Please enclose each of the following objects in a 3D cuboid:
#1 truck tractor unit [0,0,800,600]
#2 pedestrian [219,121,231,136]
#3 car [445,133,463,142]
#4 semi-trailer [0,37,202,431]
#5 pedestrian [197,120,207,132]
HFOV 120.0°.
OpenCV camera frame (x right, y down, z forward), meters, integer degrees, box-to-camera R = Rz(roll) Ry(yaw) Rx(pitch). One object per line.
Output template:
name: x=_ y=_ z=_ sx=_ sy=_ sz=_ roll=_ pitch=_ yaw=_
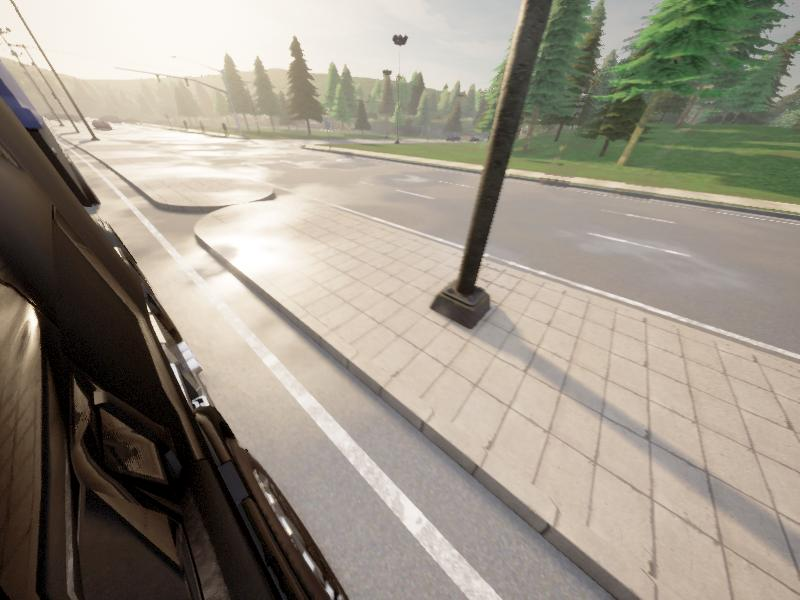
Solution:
truck tractor unit: x=-2.645 y=-0.295 z=0.351 sx=6.516 sy=4.208 sz=3.053 roll=28 pitch=44 yaw=30
pedestrian: x=-28.280 y=-27.715 z=37.303 sx=0.751 sy=1.860 sz=0.751 roll=30 pitch=44 yaw=31
car: x=14.157 y=-42.465 z=60.415 sx=2.033 sy=1.649 sz=4.856 roll=29 pitch=44 yaw=30
semi-trailer: x=-8.725 y=-3.579 z=4.213 sx=14.254 sy=4.402 sz=2.717 roll=28 pitch=43 yaw=30
pedestrian: x=-37.125 y=-32.608 z=43.319 sx=0.751 sy=1.860 sz=0.751 roll=29 pitch=44 yaw=31
